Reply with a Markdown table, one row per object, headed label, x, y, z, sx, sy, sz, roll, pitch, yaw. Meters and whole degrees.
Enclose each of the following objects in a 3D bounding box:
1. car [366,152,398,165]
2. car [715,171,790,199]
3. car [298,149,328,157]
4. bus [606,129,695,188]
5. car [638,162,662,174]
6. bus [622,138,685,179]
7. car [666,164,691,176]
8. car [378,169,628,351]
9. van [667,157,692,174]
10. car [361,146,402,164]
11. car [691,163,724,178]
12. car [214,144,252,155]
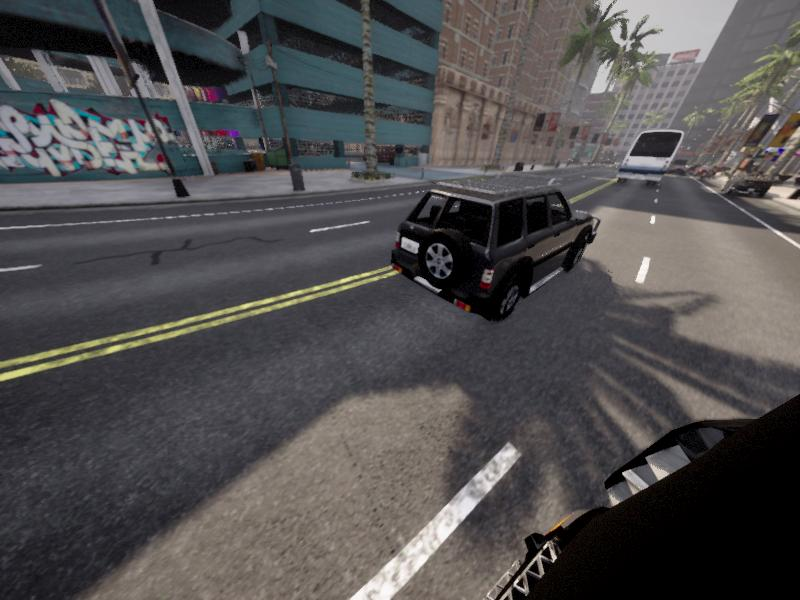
| label | x | y | z | sx | sy | sz | roll | pitch | yaw |
| --- | --- | --- | --- | --- | --- | --- | --- | --- | --- |
| car | -2.549 | -20.641 | 33.644 | 2.007 | 1.523 | 4.514 | 29 | 42 | 35 |
| car | 27.641 | -9.262 | 18.388 | 2.231 | 1.521 | 4.892 | 29 | 42 | 35 |
| car | -16.398 | -27.768 | 43.665 | 1.895 | 1.301 | 4.718 | 29 | 42 | 35 |
| bus | 25.361 | -14.437 | 23.630 | 3.944 | 4.253 | 10.273 | 29 | 42 | 35 |
| car | 43.043 | -22.763 | 39.774 | 2.152 | 1.651 | 5.027 | 29 | 42 | 35 |
| bus | 35.725 | -20.002 | 32.728 | 3.944 | 4.253 | 10.273 | 29 | 42 | 35 |
| car | 45.898 | -21.488 | 38.106 | 2.038 | 1.542 | 4.974 | 30 | 42 | 35 |
| car | 2.044 | -1.298 | 4.370 | 4.605 | 1.855 | 1.932 | -23 | 41 | -33 |
| van | 52.089 | -25.205 | 43.180 | 5.915 | 2.561 | 1.988 | -28 | 44 | -37 |
| car | -2.577 | -20.946 | 33.393 | 2.435 | 2.045 | 5.566 | 29 | 42 | 35 |
| car | 48.127 | -20.351 | 36.284 | 2.185 | 1.767 | 4.553 | 29 | 42 | 35 |
| car | -29.549 | -26.703 | 41.055 | 2.128 | 1.511 | 4.902 | 29 | 42 | 35 |
